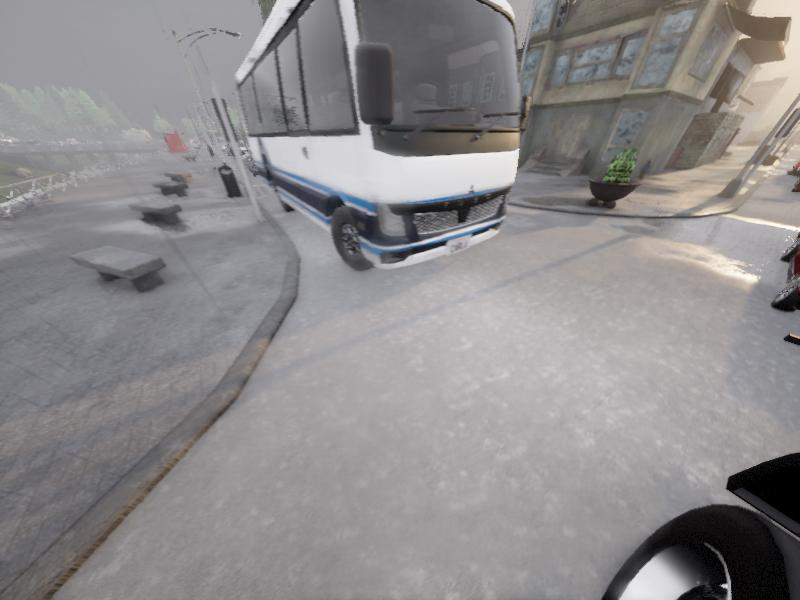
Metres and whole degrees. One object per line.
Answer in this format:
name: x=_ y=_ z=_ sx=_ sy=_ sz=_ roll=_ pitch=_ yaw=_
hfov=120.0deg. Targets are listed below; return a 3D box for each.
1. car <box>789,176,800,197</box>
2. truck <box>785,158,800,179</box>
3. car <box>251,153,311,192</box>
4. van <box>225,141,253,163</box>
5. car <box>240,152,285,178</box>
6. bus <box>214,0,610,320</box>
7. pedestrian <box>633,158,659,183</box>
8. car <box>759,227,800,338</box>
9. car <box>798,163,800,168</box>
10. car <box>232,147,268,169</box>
car: x=20.014 y=-5.568 z=10.438 sx=4.181 sy=1.385 sz=1.994 roll=-22 pitch=41 yaw=-28
truck: x=27.093 y=-8.893 z=14.157 sx=5.204 sy=2.467 sz=2.627 roll=-21 pitch=40 yaw=-28
car: x=-6.796 y=-7.357 z=13.105 sx=1.970 sy=1.475 sz=3.806 roll=-22 pitch=41 yaw=-28
van: x=-19.010 y=-17.592 z=27.268 sx=1.775 sy=1.987 sz=4.442 roll=-22 pitch=41 yaw=-28
car: x=-10.438 y=-10.278 z=17.432 sx=1.895 sy=1.301 sz=4.718 roll=-22 pitch=41 yaw=-28
bus: x=-1.708 y=-4.501 z=6.610 sx=3.944 sy=4.253 sz=10.273 roll=-23 pitch=41 yaw=-29
pedestrian: x=13.564 y=-7.154 z=12.752 sx=0.500 sy=1.100 sz=0.500 roll=-23 pitch=41 yaw=-28
car: x=7.693 y=-0.519 z=3.450 sx=4.718 sy=1.301 sz=1.895 roll=-22 pitch=41 yaw=-28
car: x=35.235 y=-11.983 z=18.951 sx=3.866 sy=1.878 sz=1.905 roll=-22 pitch=41 yaw=-28
car: x=-14.136 y=-13.383 z=21.706 sx=1.970 sy=1.475 sz=3.806 roll=-22 pitch=41 yaw=-28
